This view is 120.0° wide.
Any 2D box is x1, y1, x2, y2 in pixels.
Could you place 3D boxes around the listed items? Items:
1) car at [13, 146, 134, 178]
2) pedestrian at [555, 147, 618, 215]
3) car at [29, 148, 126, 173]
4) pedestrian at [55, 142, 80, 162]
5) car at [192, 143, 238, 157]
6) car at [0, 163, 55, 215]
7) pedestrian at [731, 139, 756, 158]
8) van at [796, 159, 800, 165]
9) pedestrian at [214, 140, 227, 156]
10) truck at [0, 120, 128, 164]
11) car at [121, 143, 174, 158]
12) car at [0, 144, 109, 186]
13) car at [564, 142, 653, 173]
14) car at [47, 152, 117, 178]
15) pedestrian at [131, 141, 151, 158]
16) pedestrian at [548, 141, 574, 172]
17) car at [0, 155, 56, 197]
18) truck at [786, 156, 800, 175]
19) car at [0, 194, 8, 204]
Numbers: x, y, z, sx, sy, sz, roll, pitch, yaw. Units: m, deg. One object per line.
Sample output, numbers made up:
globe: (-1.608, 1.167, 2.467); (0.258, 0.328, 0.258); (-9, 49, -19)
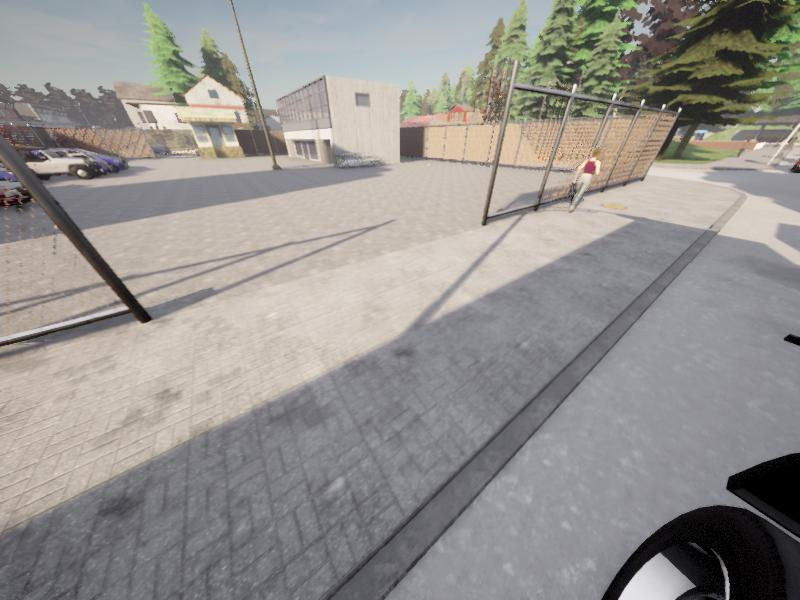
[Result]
car: (-23.776, -10.393, 17.257); (4.611, 1.667, 2.242); (-22, 41, -28)
pedestrian: (5.992, -3.869, 7.526); (0.751, 1.860, 0.751); (-22, 40, -28)
car: (-26.197, -11.584, 19.081); (4.193, 1.474, 1.816); (-22, 41, -28)
pedestrian: (-36.987, -16.472, 25.696); (0.751, 1.860, 0.751); (29, 45, 35)
car: (-28.742, -23.485, 36.070); (5.366, 1.575, 1.801); (-22, 41, -28)
car: (-16.332, -3.410, 7.516); (5.357, 1.415, 2.033); (-22, 41, -28)
pedestrian: (39.594, -17.453, 26.635); (0.751, 1.860, 0.751); (-18, 39, -24)
van: (41.421, -14.706, 22.357); (5.915, 2.561, 1.988); (-22, 41, -28)
pedestrian: (-25.478, -21.531, 32.811); (0.751, 1.860, 0.751); (-17, 39, -23)
truck: (-40.703, -19.225, 28.141); (2.891, 3.827, 8.468); (17, 39, 22)
car: (-37.816, -22.623, 34.865); (5.027, 1.651, 2.152); (-22, 41, -28)
car: (-21.524, -8.377, 14.198); (3.866, 1.878, 1.905); (-22, 41, -28)
car: (16.551, -11.602, 18.674); (1.932, 1.855, 4.605); (-22, 40, -28)
car: (-22.054, -9.510, 16.173); (2.207, 1.379, 1.481); (-22, 41, -28)
pedestrian: (-33.447, -19.412, 29.851); (0.751, 1.860, 0.751); (0, 35, 0)
pedestrian: (11.719, -10.464, 16.859); (0.751, 1.860, 0.751); (-23, 41, -29)
car: (-19.351, -5.524, 10.428); (3.633, 1.501, 1.845); (-22, 41, -28)
truck: (30.504, -10.244, 16.145); (5.204, 2.467, 2.627); (-22, 41, -28)
car: (-16.331, -3.629, 7.702); (1.789, 1.547, 3.705); (-22, 41, -28)
